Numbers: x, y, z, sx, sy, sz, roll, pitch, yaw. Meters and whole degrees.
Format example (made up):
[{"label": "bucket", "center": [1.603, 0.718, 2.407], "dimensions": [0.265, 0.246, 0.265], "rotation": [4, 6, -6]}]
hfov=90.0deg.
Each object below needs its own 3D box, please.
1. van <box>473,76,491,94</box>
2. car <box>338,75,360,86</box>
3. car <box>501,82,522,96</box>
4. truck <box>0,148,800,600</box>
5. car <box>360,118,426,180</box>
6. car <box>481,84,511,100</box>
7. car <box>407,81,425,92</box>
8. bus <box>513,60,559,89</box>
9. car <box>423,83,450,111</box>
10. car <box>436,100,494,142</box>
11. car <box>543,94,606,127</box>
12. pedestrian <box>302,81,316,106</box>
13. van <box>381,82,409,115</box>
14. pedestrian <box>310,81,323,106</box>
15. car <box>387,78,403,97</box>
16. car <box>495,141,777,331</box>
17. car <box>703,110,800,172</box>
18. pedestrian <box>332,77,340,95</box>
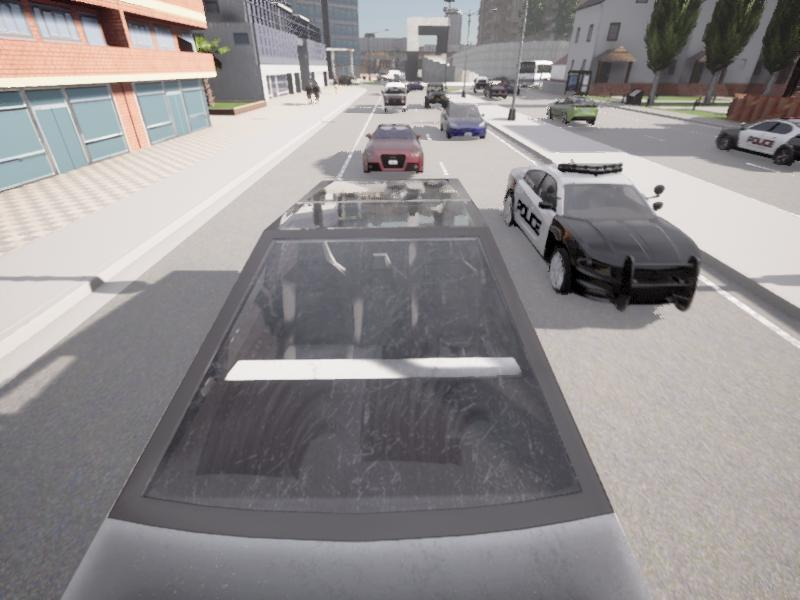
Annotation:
[{"label": "van", "center": [11.503, -30.511, 56.699], "dimensions": [2.069, 2.038, 4.480], "rotation": [3, 31, 6]}, {"label": "car", "center": [-9.701, -41.708, 75.976], "dimensions": [1.932, 1.855, 4.605], "rotation": [-23, 37, -34]}, {"label": "car", "center": [14.521, -27.663, 52.323], "dimensions": [1.845, 1.501, 3.633], "rotation": [1, 30, 1]}, {"label": "truck", "center": [-0.148, 0.203, 3.684], "dimensions": [2.390, 2.098, 6.274], "rotation": [-1, 29, 0]}, {"label": "car", "center": [-0.221, -5.456, 14.139], "dimensions": [1.994, 1.385, 4.181], "rotation": [0, 30, 0]}, {"label": "car", "center": [10.973, -23.981, 46.091], "dimensions": [2.033, 1.411, 5.357], "rotation": [0, 30, -1]}, {"label": "car", "center": [2.329, -31.690, 59.396], "dimensions": [1.895, 1.301, 4.718], "rotation": [-3, 30, -6]}, {"label": "bus", "center": [25.017, -41.304, 73.170], "dimensions": [3.944, 4.253, 10.273], "rotation": [21, 36, 32]}, {"label": "car", "center": [3.081, -17.464, 34.316], "dimensions": [1.905, 1.878, 3.866], "rotation": [0, 30, -1]}, {"label": "car", "center": [3.213, -9.386, 20.818], "dimensions": [2.163, 1.488, 4.792], "rotation": [0, 30, -1]}, {"label": "car", "center": [11.164, -12.361, 25.955], "dimensions": [2.007, 1.525, 4.514], "rotation": [0, 30, -1]}, {"label": "pedestrian", "center": [-7.863, -17.800, 34.476], "dimensions": [0.751, 1.860, 0.751], "rotation": [5, 30, 8]}, {"label": "van", "center": [-0.393, -15.904, 31.455], "dimensions": [2.069, 2.038, 4.480], "rotation": [0, 30, -1]}, {"label": "pedestrian", "center": [-7.201, -17.929, 34.719], "dimensions": [0.751, 1.860, 0.751], "rotation": [3, 30, 5]}, {"label": "car", "center": [-0.665, -26.813, 50.397], "dimensions": [1.932, 1.855, 4.605], "rotation": [-1, 30, -2]}, {"label": "car", "center": [3.346, -1.609, 7.271], "dimensions": [1.930, 1.638, 5.238], "rotation": [0, 30, -1]}, {"label": "car", "center": [14.767, -6.342, 15.619], "dimensions": [2.038, 1.542, 4.974], "rotation": [0, 30, -1]}, {"label": "pedestrian", "center": [-7.790, -26.068, 48.717], "dimensions": [0.751, 1.860, 0.751], "rotation": [-7, 31, -12]}]
